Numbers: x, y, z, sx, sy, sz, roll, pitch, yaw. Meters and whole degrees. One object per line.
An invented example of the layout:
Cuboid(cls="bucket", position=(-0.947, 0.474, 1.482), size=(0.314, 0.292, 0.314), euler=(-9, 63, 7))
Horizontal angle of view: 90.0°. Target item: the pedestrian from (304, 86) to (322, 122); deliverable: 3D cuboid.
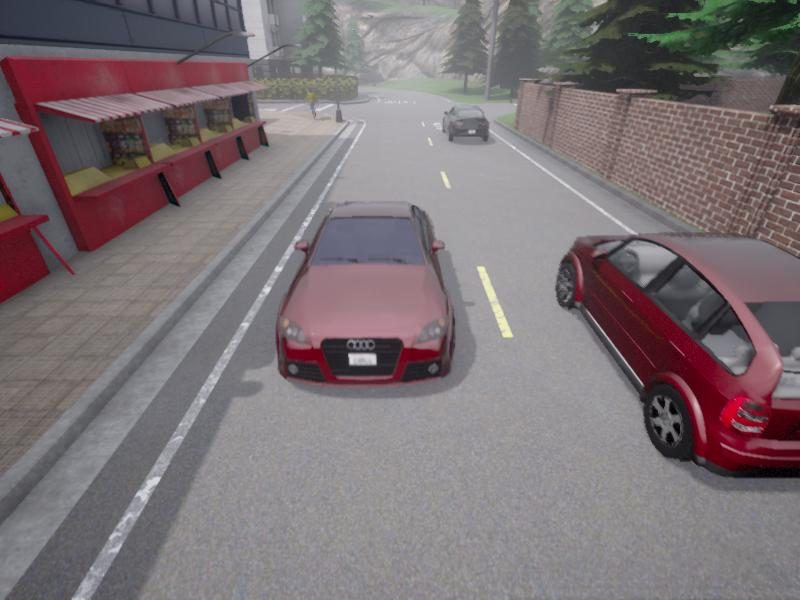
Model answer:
Cuboid(cls="pedestrian", position=(-5.121, -11.608, 23.668), size=(0.751, 1.860, 0.751), euler=(0, 30, 1))

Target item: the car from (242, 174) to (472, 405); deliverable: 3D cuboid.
Cuboid(cls="car", position=(-0.386, -0.565, 5.616), size=(1.994, 1.385, 4.181), euler=(0, 30, 0))

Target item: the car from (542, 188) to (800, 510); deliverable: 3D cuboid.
Cuboid(cls="car", position=(3.152, 0.055, 4.381), size=(1.789, 1.549, 3.705), euler=(0, 31, 0))

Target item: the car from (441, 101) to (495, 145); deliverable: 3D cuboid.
Cuboid(cls="car", position=(3.152, -8.677, 19.422), size=(1.812, 1.442, 4.674), euler=(0, 30, 0))
